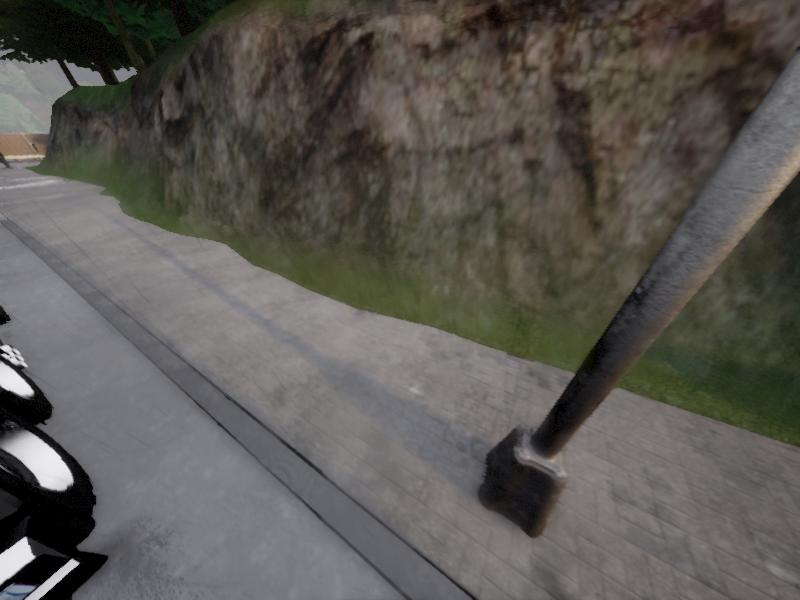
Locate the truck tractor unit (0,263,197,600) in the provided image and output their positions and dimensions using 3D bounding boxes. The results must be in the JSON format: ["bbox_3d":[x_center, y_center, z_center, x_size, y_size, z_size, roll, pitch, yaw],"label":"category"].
[{"bbox_3d":[-5.113,-0.299,0.780,6.516,4.208,3.053,18,39,24],"label":"truck tractor unit"}]
